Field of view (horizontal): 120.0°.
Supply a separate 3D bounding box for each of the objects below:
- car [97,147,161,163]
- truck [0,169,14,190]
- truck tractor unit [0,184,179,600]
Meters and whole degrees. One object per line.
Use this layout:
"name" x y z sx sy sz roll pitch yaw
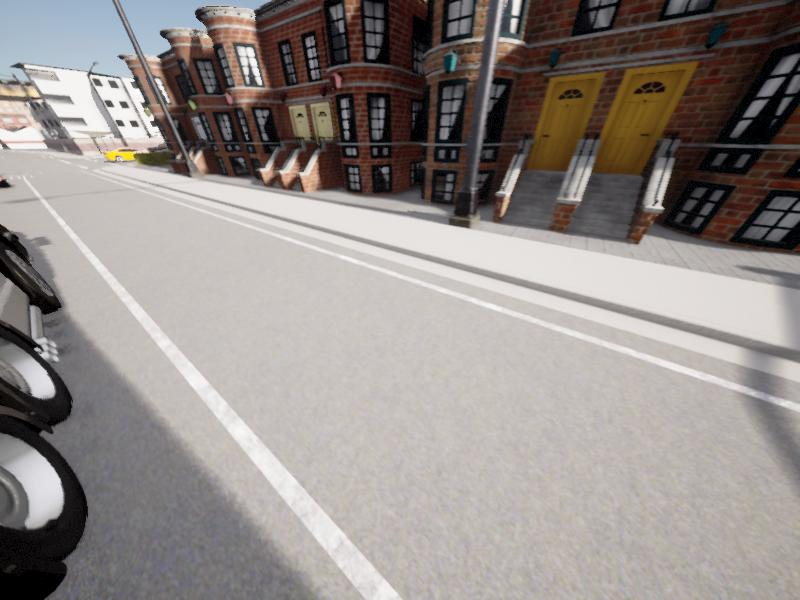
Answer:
"car" -35.003 -18.959 30.066 1.882 1.535 5.008 22 41 28
"truck" -25.327 -7.680 13.060 5.204 2.467 2.627 21 40 28
"truck tractor unit" -4.971 -0.422 0.952 6.516 4.208 3.053 24 42 30
